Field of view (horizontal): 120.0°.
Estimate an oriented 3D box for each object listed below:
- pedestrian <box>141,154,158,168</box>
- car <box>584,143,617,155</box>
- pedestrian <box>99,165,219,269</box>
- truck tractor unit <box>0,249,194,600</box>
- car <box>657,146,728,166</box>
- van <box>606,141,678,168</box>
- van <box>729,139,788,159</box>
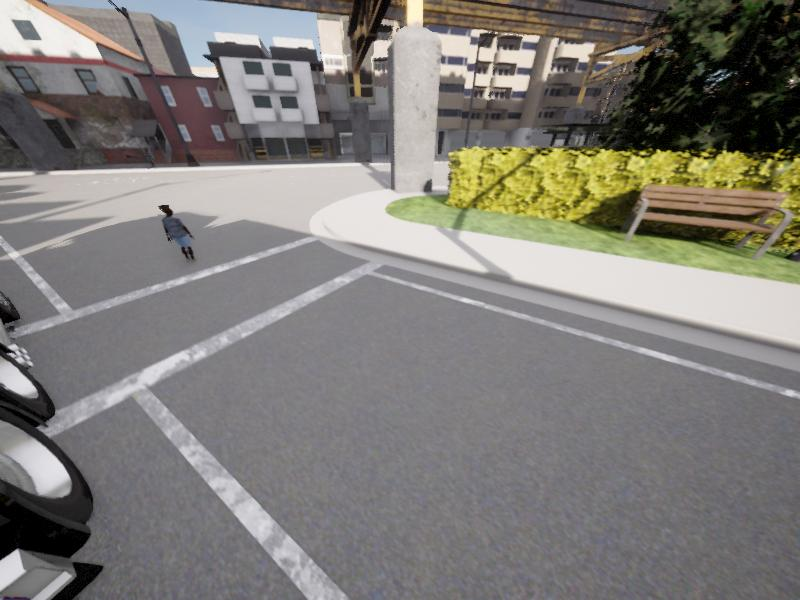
[{"bbox_3d":[-23.257,-12.890,21.459,0.500,1.100,0.500,-10,36,-14],"label":"pedestrian"},{"bbox_3d":[33.644,-25.487,38.970,2.038,1.542,4.974,6,35,8],"label":"car"},{"bbox_3d":[-4.741,-1.664,4.764,0.751,1.860,0.751,-5,35,-6],"label":"pedestrian"},{"bbox_3d":[-5.084,-0.327,0.813,6.516,4.208,3.053,19,39,25],"label":"truck tractor unit"},{"bbox_3d":[29.859,-14.802,23.651,5.366,1.575,1.801,-9,36,-12],"label":"car"},{"bbox_3d":[22.985,-13.929,22.049,4.480,2.038,2.069,-9,36,-12],"label":"van"},{"bbox_3d":[46.587,-19.651,30.079,4.480,2.038,2.069,-9,36,-12],"label":"van"}]
